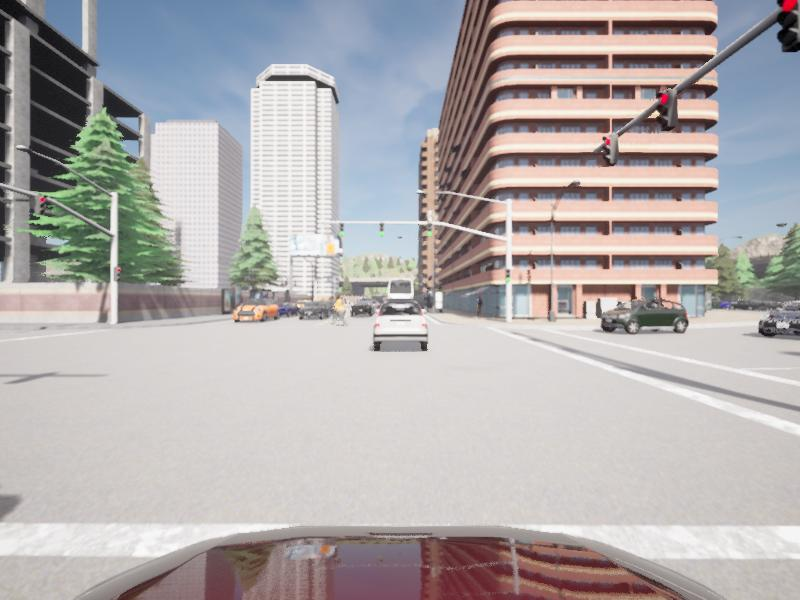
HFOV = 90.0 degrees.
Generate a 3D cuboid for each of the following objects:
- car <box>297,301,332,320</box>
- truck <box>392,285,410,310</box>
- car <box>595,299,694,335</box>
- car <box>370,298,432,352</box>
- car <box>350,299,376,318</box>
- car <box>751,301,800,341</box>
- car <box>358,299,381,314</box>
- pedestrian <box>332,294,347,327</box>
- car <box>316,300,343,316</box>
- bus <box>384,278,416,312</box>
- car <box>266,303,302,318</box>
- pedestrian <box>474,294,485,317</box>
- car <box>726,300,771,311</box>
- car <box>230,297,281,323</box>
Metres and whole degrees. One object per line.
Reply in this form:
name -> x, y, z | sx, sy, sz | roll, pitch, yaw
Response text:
car -> -6.940, 0.806, 32.853 | 1.837, 1.490, 4.892 | 0, 0, 0
truck -> 0.122, -0.400, 67.089 | 2.891, 3.827, 8.468 | 0, 0, 0
car -> 11.190, 0.737, 18.412 | 3.705, 1.549, 1.789 | 0, 0, -12
car -> 0.023, 0.745, 13.948 | 1.851, 1.617, 3.988 | 0, 0, 0
car -> -3.463, 0.726, 37.966 | 1.930, 1.638, 5.238 | 0, 0, 0
car -> 16.521, 0.778, 16.127 | 3.806, 1.475, 1.970 | 0, 0, -21
car -> -3.422, 0.702, 45.458 | 2.242, 1.667, 4.611 | 0, 0, 0
pedestrian -> -3.441, 0.594, 22.795 | 0.751, 1.860, 0.751 | 0, 0, 0
car -> -6.930, 0.797, 40.062 | 1.837, 1.490, 4.892 | 0, 0, 0
bus -> -0.025, -0.599, 54.775 | 3.944, 4.253, 10.273 | 0, 0, 0
car -> -10.437, 0.901, 36.369 | 1.895, 1.301, 4.718 | 0, 0, 0
pedestrian -> 6.374, 0.447, 32.133 | 0.751, 1.860, 0.751 | 0, 0, 3
car -> 47.107, 0.719, 54.202 | 1.837, 1.490, 4.892 | 0, 0, 0
car -> -10.449, 0.660, 29.366 | 2.097, 1.767, 4.553 | 0, 0, 0
